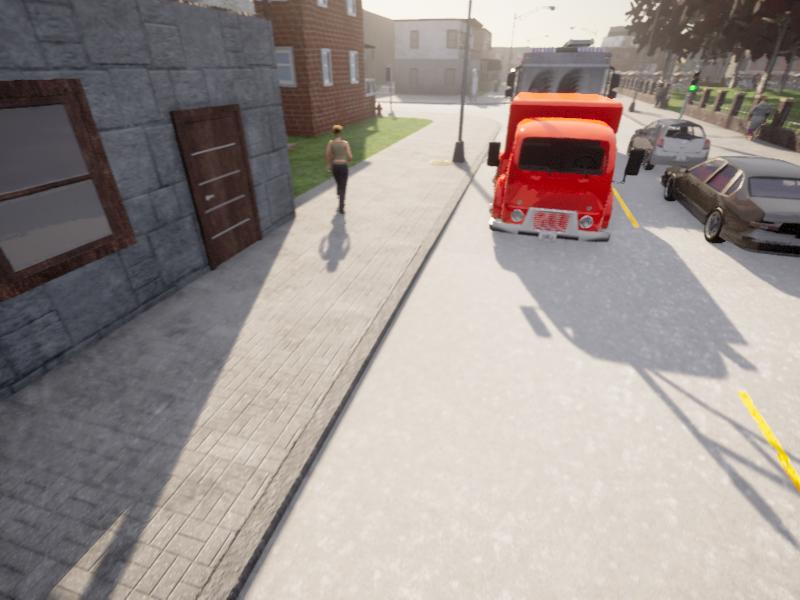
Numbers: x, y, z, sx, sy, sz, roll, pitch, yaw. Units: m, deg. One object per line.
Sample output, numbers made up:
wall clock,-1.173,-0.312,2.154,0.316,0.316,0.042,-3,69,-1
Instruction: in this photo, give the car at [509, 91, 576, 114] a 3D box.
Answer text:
car,10.815,-15.097,30.538,4.181,1.385,1.994,-6,31,-12

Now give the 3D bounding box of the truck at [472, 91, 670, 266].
truck,3.384,-3.116,8.909,2.627,2.467,5.204,9,31,14

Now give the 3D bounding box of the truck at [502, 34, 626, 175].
truck,6.149,-8.003,15.938,2.891,3.827,8.468,9,32,15

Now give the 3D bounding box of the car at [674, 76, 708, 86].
car,57.838,-43.610,79.581,5.008,1.535,1.882,9,31,14

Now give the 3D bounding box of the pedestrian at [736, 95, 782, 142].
pedestrian,16.174,-8.195,18.074,0.751,1.860,0.751,9,31,14

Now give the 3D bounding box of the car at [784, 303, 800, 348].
car,5.227,1.155,2.520,1.801,1.575,5.366,9,31,14

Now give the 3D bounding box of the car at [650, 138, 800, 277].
car,7.410,-2.305,8.636,2.033,1.411,5.357,8,31,13

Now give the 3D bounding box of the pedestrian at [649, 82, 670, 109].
pedestrian,21.072,-16.626,32.524,0.751,1.860,0.751,9,31,14

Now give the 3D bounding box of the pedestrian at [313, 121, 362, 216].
pedestrian,-1.337,-2.894,8.826,0.751,1.860,0.751,5,31,7

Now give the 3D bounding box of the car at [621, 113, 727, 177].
car,9.400,-5.595,14.140,1.845,1.501,3.633,8,31,12
